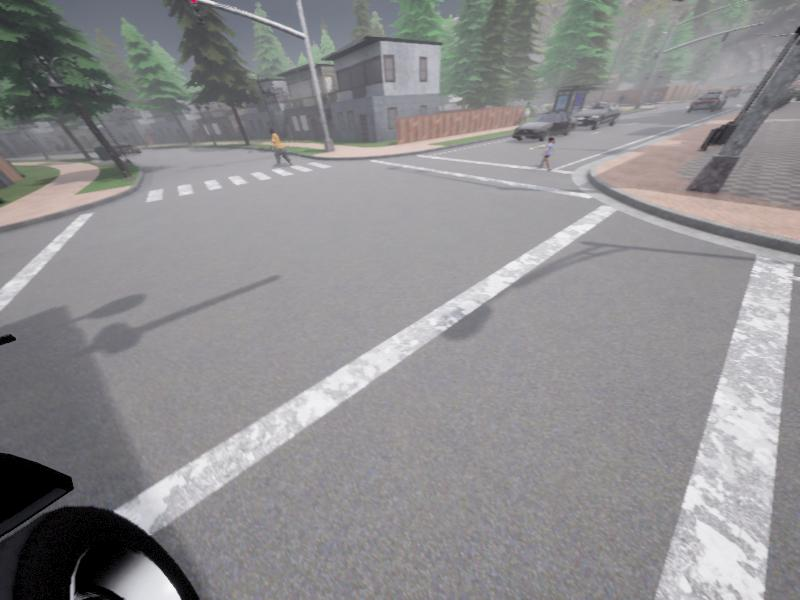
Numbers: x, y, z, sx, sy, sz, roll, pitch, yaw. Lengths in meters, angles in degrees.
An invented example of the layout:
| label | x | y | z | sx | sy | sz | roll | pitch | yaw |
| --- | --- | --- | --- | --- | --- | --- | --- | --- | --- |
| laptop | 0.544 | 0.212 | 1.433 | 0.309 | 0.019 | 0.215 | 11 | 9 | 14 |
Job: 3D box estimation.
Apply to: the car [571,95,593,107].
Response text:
| label | x | y | z | sx | sy | sz | roll | pitch | yaw |
| --- | --- | --- | --- | --- | --- | --- | --- | --- | --- |
| car | 41.536 | -45.385 | 52.700 | 4.605 | 1.855 | 1.932 | -28 | 45 | -26 |

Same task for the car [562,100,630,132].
| label | x | y | z | sx | sy | sz | roll | pitch | yaw |
| --- | --- | --- | --- | --- | --- | --- | --- | --- | --- |
| car | 15.877 | -14.942 | 18.711 | 5.027 | 1.651 | 2.152 | -27 | 44 | -25 |

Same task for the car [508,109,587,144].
| label | x | y | z | sx | sy | sz | roll | pitch | yaw |
| --- | --- | --- | --- | --- | --- | --- | --- | --- | --- |
| car | 10.036 | -11.834 | 15.697 | 5.357 | 1.411 | 2.033 | -27 | 44 | -25 |

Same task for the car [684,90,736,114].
| label | x | y | z | sx | sy | sz | roll | pitch | yaw |
| --- | --- | --- | --- | --- | --- | --- | --- | --- | --- |
| car | 32.154 | -20.552 | 23.976 | 4.974 | 1.542 | 2.038 | -27 | 44 | -25 |

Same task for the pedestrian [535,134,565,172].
| label | x | y | z | sx | sy | sz | roll | pitch | yaw |
| --- | --- | --- | --- | --- | --- | --- | --- | --- | --- |
| pedestrian | 5.586 | -5.483 | 8.622 | 0.500 | 1.100 | 0.500 | -34 | 47 | -30 |

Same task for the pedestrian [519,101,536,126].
| label | x | y | z | sx | sy | sz | roll | pitch | yaw |
| --- | --- | --- | --- | --- | --- | --- | --- | --- | --- |
| pedestrian | 12.409 | -18.236 | 22.592 | 0.751 | 1.860 | 0.751 | -26 | 44 | -24 |

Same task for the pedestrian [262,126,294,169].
| label | x | y | z | sx | sy | sz | roll | pitch | yaw |
| --- | --- | --- | --- | --- | --- | --- | --- | --- | --- |
| pedestrian | -6.686 | -8.375 | 12.726 | 0.751 | 1.860 | 0.751 | -31 | 46 | -29 |

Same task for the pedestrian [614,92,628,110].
| label | x | y | z | sx | sy | sz | roll | pitch | yaw |
| --- | --- | --- | --- | --- | --- | --- | --- | --- | --- |
| pedestrian | 32.472 | -29.227 | 33.944 | 0.751 | 1.860 | 0.751 | -30 | 45 | -27 |

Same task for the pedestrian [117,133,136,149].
| label | x | y | z | sx | sy | sz | roll | pitch | yaw |
| --- | --- | --- | --- | --- | --- | --- | --- | --- | --- |
| pedestrian | -41.885 | -24.363 | 35.416 | 0.751 | 1.860 | 0.751 | 4 | 40 | 10 |

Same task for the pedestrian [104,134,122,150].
| label | x | y | z | sx | sy | sz | roll | pitch | yaw |
| --- | --- | --- | --- | --- | --- | --- | --- | --- | --- |
| pedestrian | -44.708 | -24.629 | 36.021 | 0.751 | 1.860 | 0.751 | 13 | 43 | 20 |

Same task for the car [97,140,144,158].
| label | x | y | z | sx | sy | sz | roll | pitch | yaw |
| --- | --- | --- | --- | --- | --- | --- | --- | --- | --- |
| car | -32.281 | -17.450 | 26.726 | 4.181 | 1.385 | 1.994 | 15 | 43 | 22 |
